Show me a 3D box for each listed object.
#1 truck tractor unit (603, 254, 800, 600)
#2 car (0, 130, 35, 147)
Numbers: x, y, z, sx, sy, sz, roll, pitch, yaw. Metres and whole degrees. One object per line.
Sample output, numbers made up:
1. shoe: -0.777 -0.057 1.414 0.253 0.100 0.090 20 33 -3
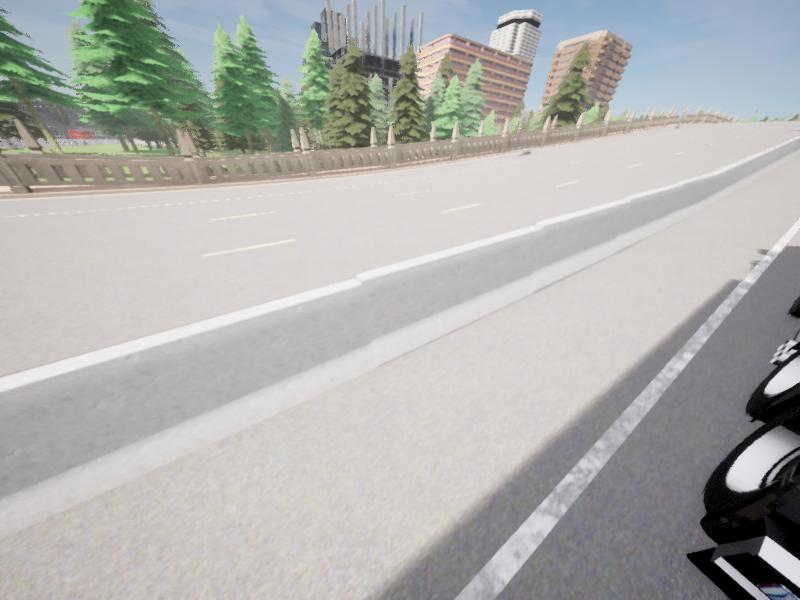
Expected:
1. truck tractor unit: 5.076 -0.342 0.770 6.516 4.208 3.053 -20 40 -24
2. car: -61.831 -25.515 36.358 2.150 2.045 5.566 -15 38 -26
